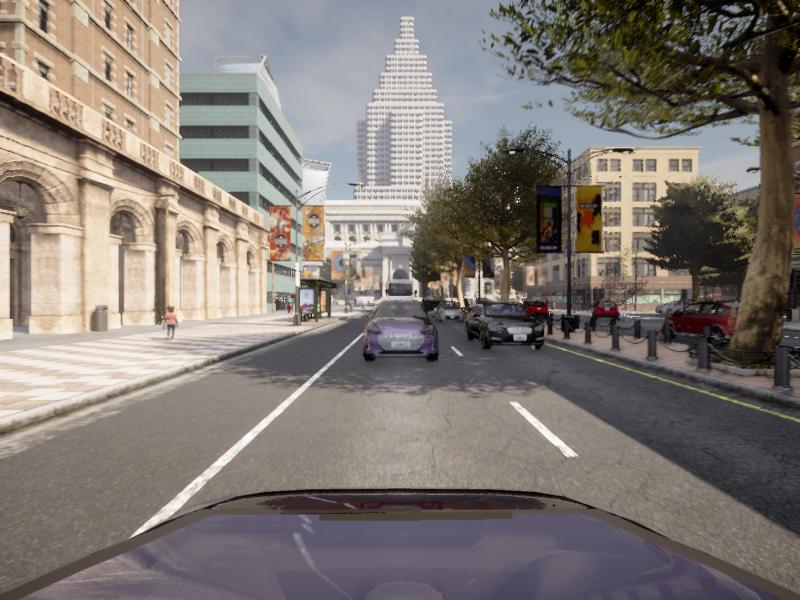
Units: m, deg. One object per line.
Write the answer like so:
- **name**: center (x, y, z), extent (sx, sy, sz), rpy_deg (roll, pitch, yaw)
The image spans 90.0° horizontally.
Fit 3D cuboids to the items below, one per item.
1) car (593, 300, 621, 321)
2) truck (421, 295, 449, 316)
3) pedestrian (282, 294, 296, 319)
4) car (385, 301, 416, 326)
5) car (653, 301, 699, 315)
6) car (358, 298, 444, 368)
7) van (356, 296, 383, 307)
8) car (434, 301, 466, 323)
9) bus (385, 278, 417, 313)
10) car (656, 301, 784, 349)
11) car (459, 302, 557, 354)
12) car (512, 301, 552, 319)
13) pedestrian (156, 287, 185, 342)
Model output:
- **car**: center (16.650, 0.809, 32.351), extent (1.789, 1.549, 3.705), rpy_deg (-1, 0, 24)
- **truck**: center (3.529, 0.534, 41.975), extent (2.390, 2.098, 6.274), rpy_deg (0, 0, 0)
- **pedestrian**: center (-8.224, 0.480, 29.774), extent (0.751, 1.860, 0.751), rpy_deg (0, 0, 11)
- **car**: center (0.024, 0.840, 26.487), extent (1.837, 1.490, 4.892), rpy_deg (0, 0, 0)
- **car**: center (29.181, 0.818, 42.416), extent (3.633, 1.501, 1.845), rpy_deg (0, 0, -1)
- **car**: center (0.012, 0.775, 11.903), extent (2.033, 1.649, 4.856), rpy_deg (0, 0, 0)
- **van**: center (-7.423, 0.356, 97.762), extent (6.366, 2.431, 2.351), rpy_deg (0, 0, 0)
- **car**: center (3.531, 0.820, 28.722), extent (1.845, 1.501, 3.633), rpy_deg (0, 0, 0)
- **bus**: center (0.166, -0.542, 53.713), extent (3.944, 4.253, 10.273), rpy_deg (0, 0, 0)
- **car**: center (11.505, 0.812, 14.759), extent (1.789, 1.549, 3.705), rpy_deg (0, 0, 0)
- **car**: center (3.510, 0.834, 14.110), extent (2.128, 1.511, 4.902), rpy_deg (0, 0, 0)
- **car**: center (11.514, 0.822, 35.255), extent (2.007, 1.525, 4.514), rpy_deg (0, 0, 0)
- **pedestrian**: center (-8.043, 0.482, 14.035), extent (0.751, 1.860, 0.751), rpy_deg (0, 0, -18)
